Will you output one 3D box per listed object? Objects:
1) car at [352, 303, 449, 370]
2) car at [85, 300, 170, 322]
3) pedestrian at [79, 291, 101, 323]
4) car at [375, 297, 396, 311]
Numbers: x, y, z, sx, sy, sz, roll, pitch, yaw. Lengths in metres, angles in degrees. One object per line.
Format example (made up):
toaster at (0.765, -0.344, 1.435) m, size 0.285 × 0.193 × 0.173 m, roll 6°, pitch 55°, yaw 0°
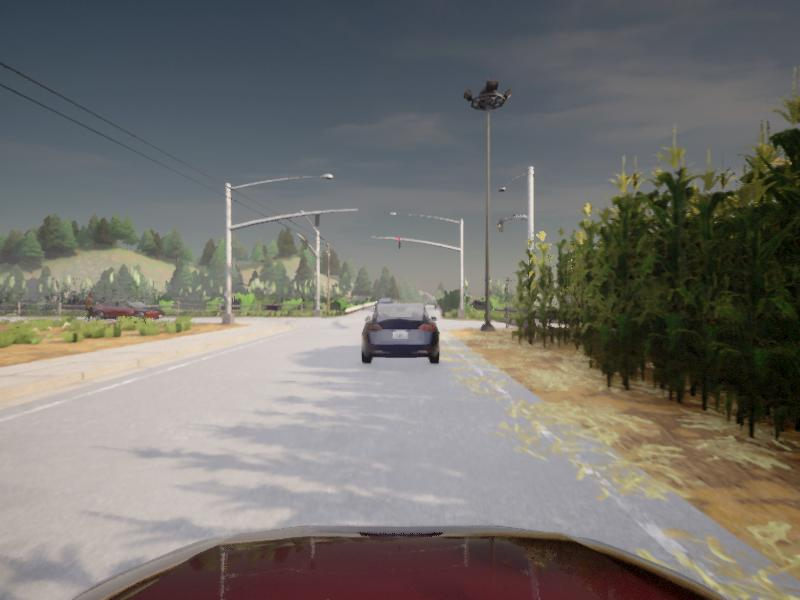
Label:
car at (0.023, 0.834, 11.381) m, size 2.163 × 1.488 × 4.792 m, roll 0°, pitch 0°, yaw 0°
car at (-19.742, 0.773, 29.153) m, size 4.792 × 1.488 × 2.163 m, roll 0°, pitch 0°, yaw 3°
pedestrian at (-18.771, 0.414, 24.199) m, size 0.751 × 1.860 × 0.751 m, roll 0°, pitch 0°, yaw -2°
car at (-1.634, 0.409, 46.541) m, size 1.812 × 1.442 × 4.674 m, roll 0°, pitch 3°, yaw 6°
